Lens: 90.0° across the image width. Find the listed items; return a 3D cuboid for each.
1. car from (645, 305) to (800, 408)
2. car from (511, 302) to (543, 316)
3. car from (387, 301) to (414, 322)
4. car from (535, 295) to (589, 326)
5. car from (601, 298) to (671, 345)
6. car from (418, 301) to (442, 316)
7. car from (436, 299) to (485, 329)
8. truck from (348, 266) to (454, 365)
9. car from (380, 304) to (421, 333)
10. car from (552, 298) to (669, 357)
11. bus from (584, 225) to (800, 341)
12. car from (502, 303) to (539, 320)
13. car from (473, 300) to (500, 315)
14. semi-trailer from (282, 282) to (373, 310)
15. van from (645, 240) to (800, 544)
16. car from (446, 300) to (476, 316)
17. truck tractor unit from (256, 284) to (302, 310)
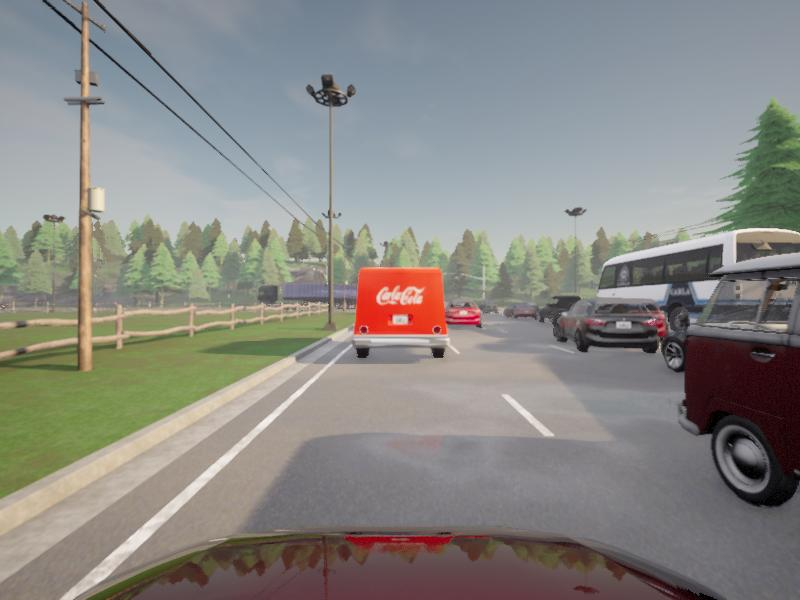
[{"bbox_3d":[7.009,0.856,7.274,2.163,1.488,4.792,0,0,0],"label":"car"},{"bbox_3d":[13.848,0.902,43.977,1.812,1.442,4.674,0,0,-3],"label":"car"},{"bbox_3d":[0.045,0.852,31.857,2.007,1.525,4.514,0,0,0],"label":"car"},{"bbox_3d":[10.578,0.664,26.431,1.905,1.878,3.866,0,0,-1],"label":"car"},{"bbox_3d":[9.870,0.769,16.917,2.242,1.667,4.611,0,0,29],"label":"car"},{"bbox_3d":[3.247,0.855,43.947,1.882,1.535,5.008,0,0,-5],"label":"car"},{"bbox_3d":[3.535,0.775,24.319,2.242,1.667,4.611,0,0,0],"label":"car"},{"bbox_3d":[0.018,0.371,12.521,2.627,2.467,5.204,0,0,0],"label":"truck"},{"bbox_3d":[0.032,0.923,21.816,1.994,1.385,4.181,0,0,0],"label":"car"},{"bbox_3d":[6.809,0.767,13.631,2.242,1.667,4.611,0,0,10],"label":"car"},{"bbox_3d":[13.631,-0.528,19.922,3.944,4.253,10.273,0,-1,-2],"label":"bus"},{"bbox_3d":[10.528,0.933,35.191,1.994,1.385,4.181,0,0,0],"label":"car"},{"bbox_3d":[9.953,0.851,46.436,1.789,1.549,3.705,1,0,-9],"label":"car"},{"bbox_3d":[-11.598,-0.569,64.669,14.254,4.402,2.717,0,0,0],"label":"semi-trailer"},{"bbox_3d":[3.500,0.600,2.043,1.775,1.987,4.442,0,0,0],"label":"van"},{"bbox_3d":[6.673,0.813,44.359,2.152,1.651,5.027,0,0,-5],"label":"car"},{"bbox_3d":[-19.515,-0.470,64.737,6.516,4.208,3.053,0,0,1],"label":"truck tractor unit"}]
